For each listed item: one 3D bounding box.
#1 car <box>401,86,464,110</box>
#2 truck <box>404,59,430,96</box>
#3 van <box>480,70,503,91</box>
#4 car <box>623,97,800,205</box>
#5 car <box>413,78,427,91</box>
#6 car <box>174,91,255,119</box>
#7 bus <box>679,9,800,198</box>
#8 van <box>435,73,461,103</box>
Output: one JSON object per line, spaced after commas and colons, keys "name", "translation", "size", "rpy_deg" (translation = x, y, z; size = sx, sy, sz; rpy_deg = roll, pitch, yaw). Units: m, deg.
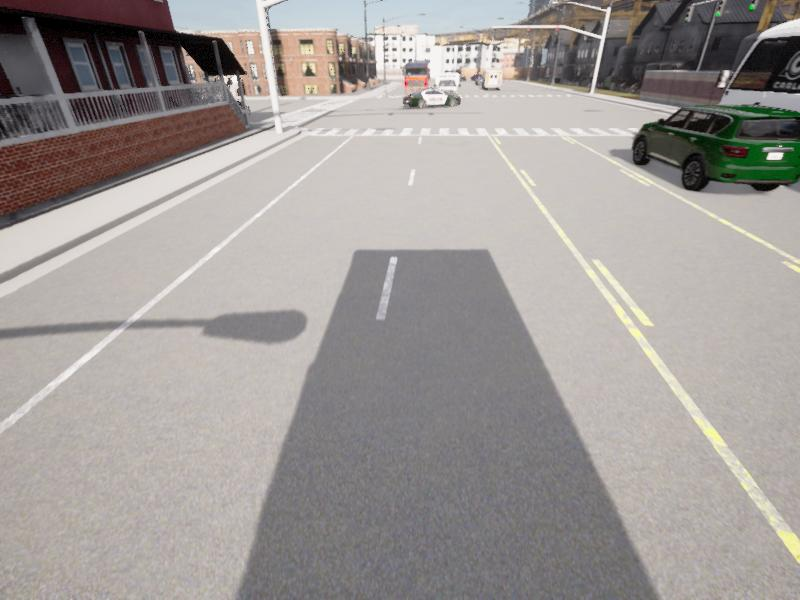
{"name": "car", "translation": [2.775, -17.203, 34.008], "size": [4.974, 1.542, 2.038], "rpy_deg": [-14, 33, -23]}
{"name": "truck", "translation": [2.218, -28.474, 51.097], "size": [2.891, 3.827, 8.468], "rpy_deg": [2, 30, 4]}
{"name": "van", "translation": [13.487, -32.572, 59.259], "size": [2.351, 2.431, 6.366], "rpy_deg": [2, 30, 4]}
{"name": "car", "translation": [9.120, -4.679, 11.855], "size": [2.150, 2.045, 5.566], "rpy_deg": [2, 30, 4]}
{"name": "car", "translation": [2.989, -32.255, 59.886], "size": [1.837, 1.490, 4.892], "rpy_deg": [2, 30, 4]}
{"name": "car", "translation": [-13.380, -14.203, 29.087], "size": [4.611, 1.667, 2.242], "rpy_deg": [3, 30, 7]}
{"name": "bus", "translation": [12.369, -4.848, 9.878], "size": [3.944, 4.253, 10.273], "rpy_deg": [2, 30, 4]}
{"name": "van", "translation": [4.739, -21.526, 40.501], "size": [2.351, 2.431, 6.366], "rpy_deg": [2, 31, 4]}
